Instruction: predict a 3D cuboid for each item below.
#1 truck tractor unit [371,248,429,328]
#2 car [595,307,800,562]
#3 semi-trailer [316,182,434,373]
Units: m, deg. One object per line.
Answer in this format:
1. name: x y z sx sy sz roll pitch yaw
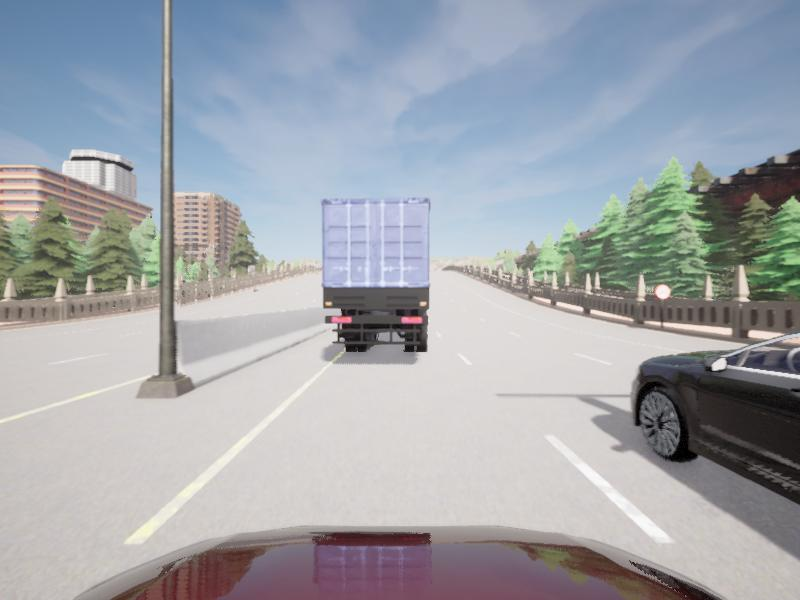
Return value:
1. truck tractor unit: 0.009 -0.764 24.254 3.053 4.208 6.516 0 3 0
2. car: 3.499 0.842 2.537 2.128 1.511 4.902 0 0 0
3. semi-trailer: -0.265 -0.653 16.368 2.717 4.402 14.254 0 1 2
